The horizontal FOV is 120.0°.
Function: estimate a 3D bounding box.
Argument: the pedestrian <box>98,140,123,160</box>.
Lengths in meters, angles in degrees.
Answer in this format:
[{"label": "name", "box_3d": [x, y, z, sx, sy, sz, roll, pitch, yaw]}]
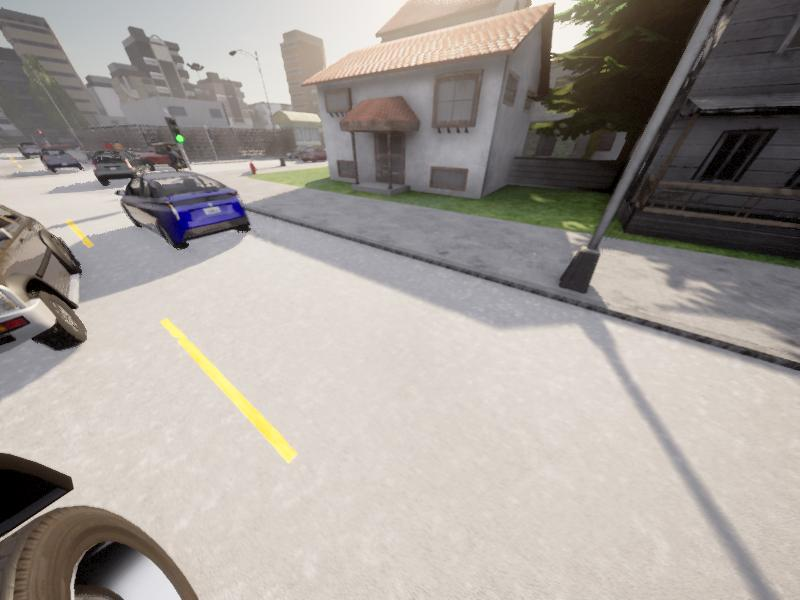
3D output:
[{"label": "pedestrian", "box_3d": [-31.726, -16.424, 25.327, 0.751, 1.860, 0.751, 16, 38, 21]}]

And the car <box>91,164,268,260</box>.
[{"label": "car", "box_3d": [-6.175, -2.738, 6.495, 4.514, 1.525, 2.007, 22, 40, 28]}]

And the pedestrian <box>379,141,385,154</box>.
[{"label": "pedestrian", "box_3d": [-3.102, -26.428, 40.041, 0.751, 1.860, 0.751, 13, 37, 17]}]

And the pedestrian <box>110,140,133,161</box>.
[{"label": "pedestrian", "box_3d": [-30.231, -16.254, 25.095, 0.751, 1.860, 0.751, 22, 40, 28]}]

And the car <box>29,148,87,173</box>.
[{"label": "car", "box_3d": [-27.153, -11.160, 18.364, 3.633, 1.501, 1.845, 22, 40, 28]}]

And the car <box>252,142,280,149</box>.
[{"label": "car", "box_3d": [-32.364, -37.592, 56.085, 2.033, 1.415, 5.357, 22, 40, 28]}]

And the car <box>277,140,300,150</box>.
[{"label": "car", "box_3d": [-24.607, -34.310, 51.050, 1.905, 1.878, 3.866, 22, 40, 28]}]

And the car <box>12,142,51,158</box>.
[{"label": "car", "box_3d": [-48.494, -19.760, 30.406, 4.856, 1.649, 2.033, 22, 40, 28]}]

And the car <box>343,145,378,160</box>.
[{"label": "car", "box_3d": [-5.255, -19.949, 31.099, 2.007, 1.525, 4.514, 22, 40, 28]}]

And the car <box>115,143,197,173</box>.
[{"label": "car", "box_3d": [-19.888, -11.856, 19.102, 1.905, 1.878, 3.866, 18, 39, 24]}]

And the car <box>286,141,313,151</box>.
[{"label": "car", "box_3d": [-21.226, -32.690, 48.945, 2.242, 1.667, 4.611, 22, 40, 28]}]

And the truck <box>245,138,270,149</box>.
[{"label": "truck", "box_3d": [-35.523, -39.230, 57.858, 2.069, 2.038, 4.478, 22, 40, 28]}]

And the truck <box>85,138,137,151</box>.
[{"label": "truck", "box_3d": [-60.387, -32.711, 48.413, 2.390, 2.098, 6.274, 22, 40, 28]}]

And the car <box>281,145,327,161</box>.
[{"label": "car", "box_3d": [-11.882, -18.530, 29.033, 2.128, 1.511, 4.902, 22, 40, 28]}]

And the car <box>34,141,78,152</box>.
[{"label": "car", "box_3d": [-64.071, -28.752, 43.155, 1.851, 1.617, 3.988, 2, 35, 3]}]

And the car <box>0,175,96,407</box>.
[{"label": "car", "box_3d": [-6.029, -0.346, 2.920, 4.605, 1.855, 1.932, 24, 41, 34]}]

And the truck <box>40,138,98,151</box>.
[{"label": "truck", "box_3d": [-66.617, -31.550, 46.704, 2.390, 2.098, 6.274, 21, 40, 27]}]

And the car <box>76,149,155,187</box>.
[{"label": "car", "box_3d": [-17.026, -8.192, 14.135, 1.851, 1.617, 3.988, -21, 40, -27]}]

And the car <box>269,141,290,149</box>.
[{"label": "car", "box_3d": [-28.284, -36.293, 54.152, 1.845, 1.501, 3.633, 22, 40, 28]}]

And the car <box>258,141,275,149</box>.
[{"label": "car", "box_3d": [-32.268, -37.501, 55.830, 3.705, 1.547, 1.789, 22, 40, 28]}]

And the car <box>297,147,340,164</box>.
[{"label": "car", "box_3d": [-9.227, -16.601, 26.421, 1.994, 1.385, 4.181, 21, 40, 27]}]

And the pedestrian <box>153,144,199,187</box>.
[{"label": "pedestrian", "box_3d": [-11.582, -6.982, 12.005, 0.751, 1.860, 0.751, 3, 35, 4]}]
